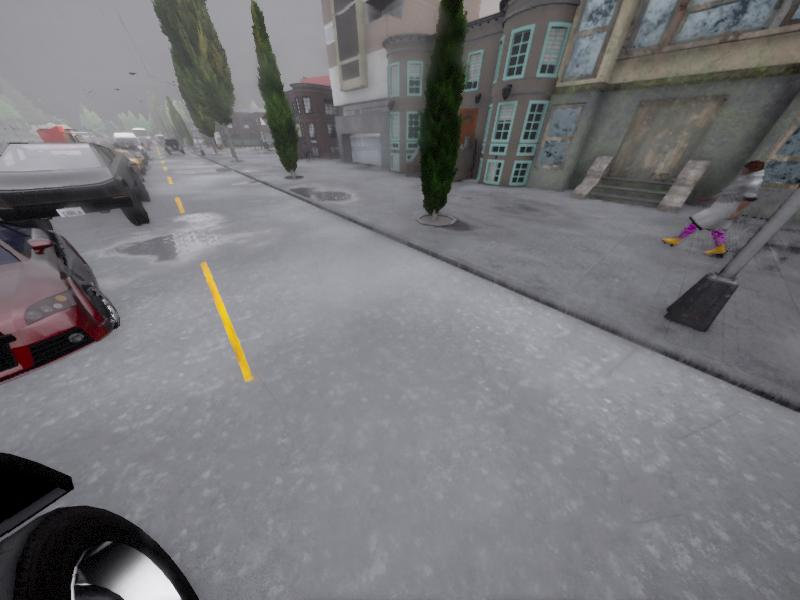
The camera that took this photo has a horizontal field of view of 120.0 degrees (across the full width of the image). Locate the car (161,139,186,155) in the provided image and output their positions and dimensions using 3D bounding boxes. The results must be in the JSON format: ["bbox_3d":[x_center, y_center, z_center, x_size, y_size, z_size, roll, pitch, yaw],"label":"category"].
[{"bbox_3d":[-33.860,-22.907,34.504,1.905,1.878,3.866,-27,43,-33],"label":"car"}]

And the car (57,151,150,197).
[{"bbox_3d":[-14.999,-6.753,12.071,2.128,1.511,4.902,-27,43,-33],"label":"car"}]

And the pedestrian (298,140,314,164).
[{"bbox_3d":[-8.935,-14.135,22.051,0.751,1.860,0.751,-30,45,-35],"label":"pedestrian"}]

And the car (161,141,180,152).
[{"bbox_3d":[-41.448,-27.730,41.717,1.970,1.475,3.806,-27,43,-33],"label":"car"}]

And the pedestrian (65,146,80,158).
[{"bbox_3d":[-38.031,-17.181,26.838,0.500,1.100,0.500,19,39,25],"label":"pedestrian"}]

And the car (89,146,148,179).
[{"bbox_3d":[-19.601,-9.831,16.343,1.801,1.575,5.366,-27,43,-33],"label":"car"}]

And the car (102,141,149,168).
[{"bbox_3d":[-24.792,-13.391,21.094,1.932,1.855,4.605,-27,43,-33],"label":"car"}]

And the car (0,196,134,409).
[{"bbox_3d":[-5.698,-0.191,2.982,4.181,1.385,1.994,24,41,30],"label":"car"}]

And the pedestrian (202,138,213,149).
[{"bbox_3d":[-38.831,-31.593,46.571,0.751,1.860,0.751,22,41,27],"label":"pedestrian"}]

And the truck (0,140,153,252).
[{"bbox_3d":[-10.211,-3.822,7.441,2.390,2.098,6.274,-27,43,-33],"label":"truck"}]

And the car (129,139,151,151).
[{"bbox_3d":[-47.648,-28.492,42.421,2.097,1.767,4.553,-27,43,-33],"label":"car"}]

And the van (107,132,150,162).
[{"bbox_3d":[-30.385,-17.361,26.111,1.988,2.561,5.915,-27,43,-33],"label":"van"}]

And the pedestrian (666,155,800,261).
[{"bbox_3d":[6.734,-1.903,4.826,0.751,1.860,0.751,-27,43,-33],"label":"pedestrian"}]
